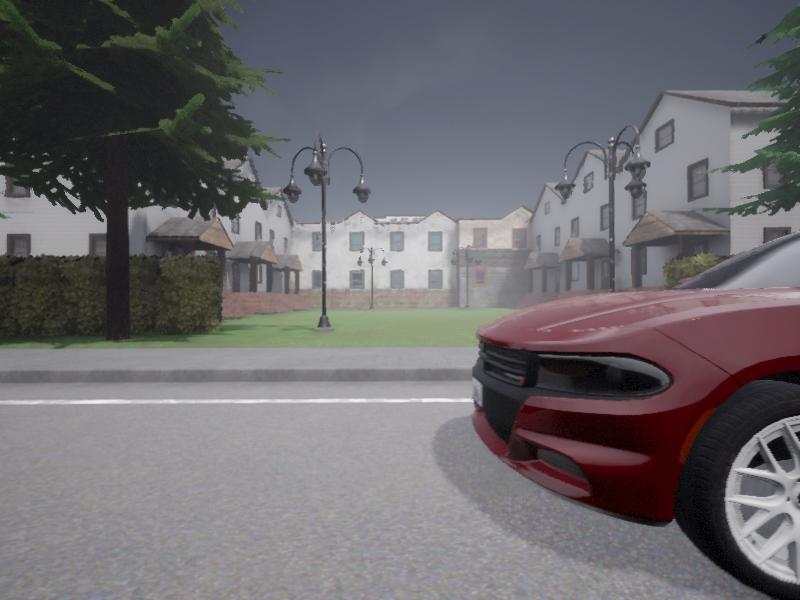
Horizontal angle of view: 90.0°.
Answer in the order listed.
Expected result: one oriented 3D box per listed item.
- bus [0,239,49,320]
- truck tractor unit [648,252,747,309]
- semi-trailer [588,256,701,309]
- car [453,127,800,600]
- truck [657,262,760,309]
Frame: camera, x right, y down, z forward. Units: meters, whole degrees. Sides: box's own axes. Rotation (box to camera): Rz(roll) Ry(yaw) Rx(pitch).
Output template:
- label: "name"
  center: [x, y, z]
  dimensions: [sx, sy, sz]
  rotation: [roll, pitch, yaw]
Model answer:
- label: "bus"
  center: [-22.829, -1.053, 18.601]
  dimensions: [3.944, 4.253, 10.273]
  rotation: [0, 0, 0]
- label: "truck tractor unit"
  center: [24.039, -1.402, 32.846]
  dimensions: [3.053, 4.208, 6.516]
  rotation: [0, 0, -2]
- label: "semi-trailer"
  center: [23.930, -1.501, 40.757]
  dimensions: [2.717, 4.402, 14.254]
  rotation: [0, 0, 0]
- label: "car"
  center: [2.928, 0.215, 2.202]
  dimensions: [5.008, 1.535, 1.882]
  rotation: [0, 0, 0]
- label: "truck"
  center: [27.954, -1.221, 36.917]
  dimensions: [2.891, 3.827, 8.468]
  rotation: [0, 0, 0]
